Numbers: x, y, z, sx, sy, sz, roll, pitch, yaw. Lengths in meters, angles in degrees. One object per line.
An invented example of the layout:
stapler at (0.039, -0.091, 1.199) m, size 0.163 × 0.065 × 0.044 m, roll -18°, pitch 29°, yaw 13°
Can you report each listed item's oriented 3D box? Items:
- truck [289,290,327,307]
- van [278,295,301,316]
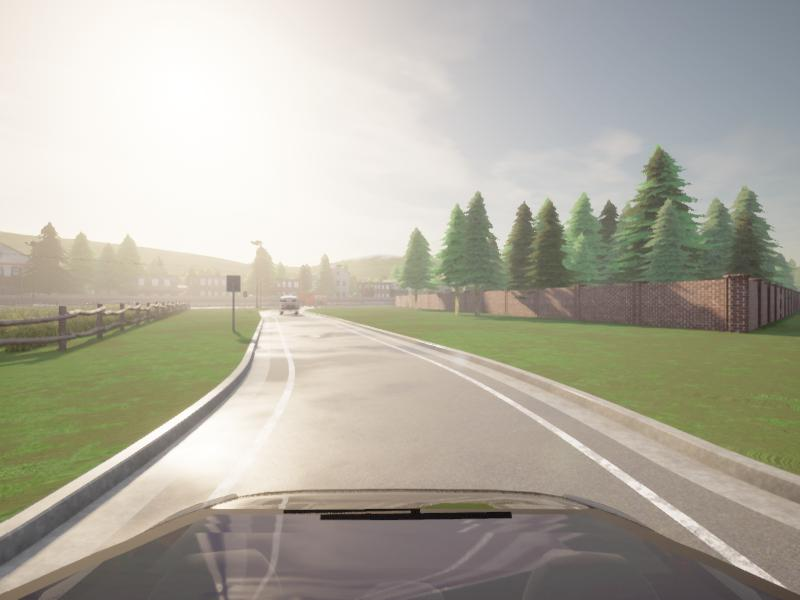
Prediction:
truck at (-21.588, -0.322, 94.473) m, size 8.468 × 3.827 × 2.891 m, roll 0°, pitch 0°, yaw -43°
van at (-11.634, 0.573, 41.937) m, size 2.069 × 2.038 × 4.480 m, roll 0°, pitch 0°, yaw -20°
